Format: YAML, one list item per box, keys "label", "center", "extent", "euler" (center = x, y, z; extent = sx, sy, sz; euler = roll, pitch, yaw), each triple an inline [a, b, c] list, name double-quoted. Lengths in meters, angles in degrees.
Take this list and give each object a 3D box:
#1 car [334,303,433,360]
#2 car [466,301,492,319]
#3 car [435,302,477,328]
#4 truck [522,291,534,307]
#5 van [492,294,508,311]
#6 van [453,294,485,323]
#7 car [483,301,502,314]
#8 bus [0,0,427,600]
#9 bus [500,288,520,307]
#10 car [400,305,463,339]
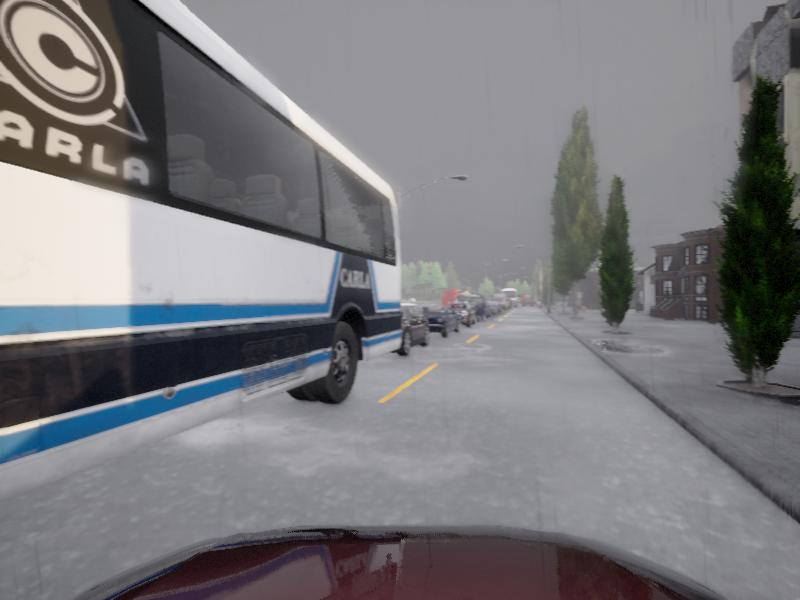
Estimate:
- label: "car"
  center: [-0.335, 0.843, 12.712]
  extent: [1.970, 1.475, 3.806]
  euler: [0, 0, 17]
- label: "car"
  center: [7.237, 0.860, 36.269]
  extent: [1.816, 1.474, 4.193]
  euler: [0, 0, 18]
- label: "car"
  center: [3.586, 0.852, 24.910]
  extent: [1.970, 1.475, 3.806]
  euler: [0, 0, 17]
- label: "truck"
  center: [33.017, -0.253, 103.443]
  extent: [2.891, 3.827, 8.468]
  euler: [0, 0, 18]
- label: "van"
  center: [15.449, 0.350, 61.854]
  extent: [1.988, 2.561, 5.915]
  euler: [0, 0, 18]
- label: "van"
  center: [5.307, 0.601, 30.256]
  extent: [1.775, 1.987, 4.442]
  euler: [0, 0, 18]
- label: "car"
  center: [11.525, 0.885, 49.627]
  extent: [1.812, 1.442, 4.674]
  euler: [0, 0, 18]
- label: "bus"
  center: [-2.783, -0.549, 4.447]
  extent: [3.944, 4.253, 10.273]
  euler: [0, 0, 17]
- label: "bus"
  center: [26.018, -0.491, 94.348]
  extent: [3.944, 4.253, 10.273]
  euler: [0, 0, 18]
- label: "car"
  center: [1.617, 0.938, 18.770]
  extent: [1.895, 1.301, 4.718]
  euler: [0, 0, 18]
